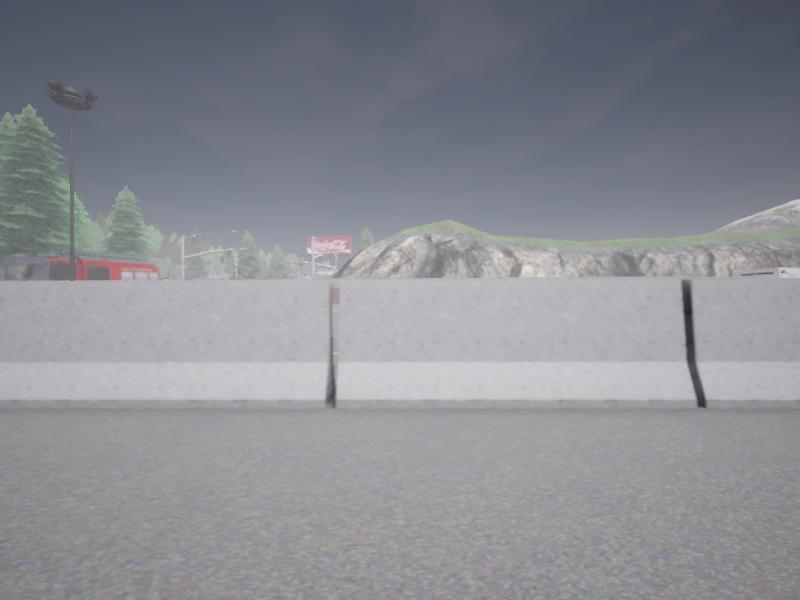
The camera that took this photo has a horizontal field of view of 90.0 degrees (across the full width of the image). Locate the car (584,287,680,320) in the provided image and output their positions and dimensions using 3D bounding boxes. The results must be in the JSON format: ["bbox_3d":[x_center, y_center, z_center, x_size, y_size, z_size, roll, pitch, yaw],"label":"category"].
[{"bbox_3d":[11.318,0.184,19.702,3.705,1.549,1.789,0,0,0],"label":"car"}]

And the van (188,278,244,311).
[{"bbox_3d":[-15.199,-0.427,33.522,1.988,2.561,5.915,0,0,0],"label":"van"}]

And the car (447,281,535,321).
[{"bbox_3d":[4.383,0.035,19.702,3.866,1.878,1.905,0,0,0],"label":"car"}]

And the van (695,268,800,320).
[{"bbox_3d":[18.607,-0.274,19.704,6.366,2.431,2.351,0,0,0],"label":"van"}]

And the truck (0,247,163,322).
[{"bbox_3d":[-19.037,-0.952,24.749,2.891,3.827,8.468,1,2,7],"label":"truck"}]

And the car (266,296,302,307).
[{"bbox_3d":[-16.046,0.164,55.515,1.882,1.535,5.008,0,0,27],"label":"car"}]
